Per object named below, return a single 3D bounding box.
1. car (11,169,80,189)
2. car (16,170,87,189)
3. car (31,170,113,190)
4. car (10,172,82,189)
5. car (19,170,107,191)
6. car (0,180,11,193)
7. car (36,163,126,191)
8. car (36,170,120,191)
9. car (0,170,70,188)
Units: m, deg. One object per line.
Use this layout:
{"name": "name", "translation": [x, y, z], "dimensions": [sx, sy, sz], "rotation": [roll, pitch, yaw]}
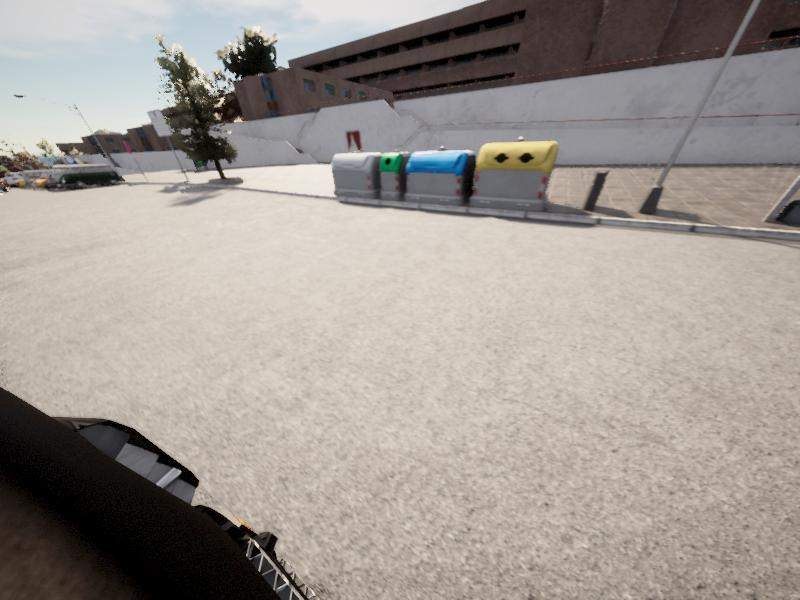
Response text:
{"name": "car", "translation": [-48.730, -16.833, 31.968], "dimensions": [1.878, 1.987, 4.442], "rotation": [3, 33, 10]}
{"name": "car", "translation": [-46.129, -16.149, 30.802], "dimensions": [2.185, 1.767, 4.553], "rotation": [3, 33, 10]}
{"name": "car", "translation": [-35.840, -13.281, 25.502], "dimensions": [2.002, 1.452, 4.674], "rotation": [3, 33, 10]}
{"name": "car", "translation": [-51.246, -17.484, 33.679], "dimensions": [1.946, 1.575, 5.366], "rotation": [3, 33, 10]}
{"name": "car", "translation": [-38.446, -13.896, 26.664], "dimensions": [1.946, 1.575, 5.366], "rotation": [3, 33, 10]}
{"name": "car", "translation": [-46.426, -12.923, 26.077], "dimensions": [3.633, 1.501, 1.845], "rotation": [15, 37, 27]}
{"name": "car", "translation": [-30.732, -12.086, 22.578], "dimensions": [1.878, 1.987, 4.442], "rotation": [3, 33, 10]}
{"name": "car", "translation": [-33.276, -12.601, 24.157], "dimensions": [2.002, 1.452, 4.674], "rotation": [3, 33, 10]}
{"name": "car", "translation": [-58.999, -19.635, 37.444], "dimensions": [2.435, 2.045, 5.566], "rotation": [2, 33, 11]}
